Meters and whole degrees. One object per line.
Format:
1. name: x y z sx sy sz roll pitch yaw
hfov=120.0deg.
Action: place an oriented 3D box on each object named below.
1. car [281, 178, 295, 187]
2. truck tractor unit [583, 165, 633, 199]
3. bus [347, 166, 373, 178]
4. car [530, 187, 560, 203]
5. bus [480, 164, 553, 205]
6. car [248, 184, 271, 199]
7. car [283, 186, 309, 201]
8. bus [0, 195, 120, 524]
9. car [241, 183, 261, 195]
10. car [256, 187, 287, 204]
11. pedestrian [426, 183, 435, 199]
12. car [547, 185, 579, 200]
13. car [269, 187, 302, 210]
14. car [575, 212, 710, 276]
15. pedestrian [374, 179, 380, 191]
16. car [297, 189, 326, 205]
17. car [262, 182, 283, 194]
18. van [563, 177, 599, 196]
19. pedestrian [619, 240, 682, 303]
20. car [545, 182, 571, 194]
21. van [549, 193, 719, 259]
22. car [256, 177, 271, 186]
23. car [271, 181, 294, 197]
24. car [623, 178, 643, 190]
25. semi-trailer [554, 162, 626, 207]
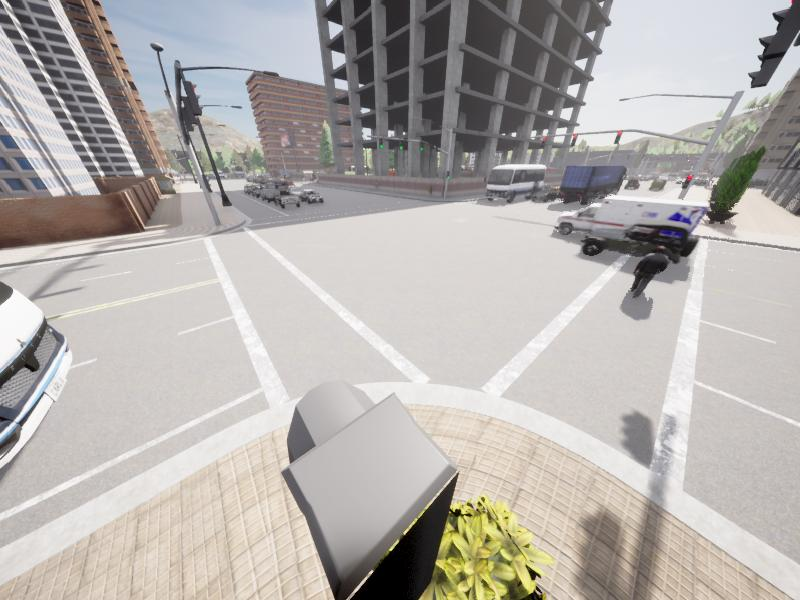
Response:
1. car: -26.681 -27.935 54.842 1.789 1.549 3.705 -23 37 -34
2. truck tractor unit: 30.931 -17.661 34.373 6.516 4.208 3.053 -23 37 -34
3. bus: -16.947 -54.637 98.379 10.273 4.253 3.944 -23 37 -34
4. car: 19.024 -13.768 30.300 3.705 1.549 1.789 -23 37 -34
5. bus: 15.792 -15.784 31.093 10.273 4.253 3.944 -23 37 -34
6. car: -21.131 -16.369 34.750 1.851 1.617 3.988 -22 37 -34
7. car: -14.901 -15.280 33.028 1.812 1.442 4.674 -22 37 -34
8. bus: -9.885 1.753 0.719 10.273 4.253 3.944 -23 37 -34
9. car: -25.067 -18.693 38.909 1.816 1.474 4.193 -22 37 -34
10. car: -17.016 -13.831 30.482 2.163 1.488 4.792 -23 37 -34
11. pedestrian: 4.195 -15.015 31.801 0.751 1.860 0.751 -20 36 -31
12. car: 23.938 -15.821 33.898 4.902 1.511 2.128 -23 37 -34
13. car: -13.065 -11.646 26.299 1.932 1.855 4.605 -21 36 -32
14. car: 11.277 -2.870 11.087 1.905 1.878 3.866 -23 38 -35
15. pedestrian: -4.124 -20.442 41.205 0.751 1.860 0.751 -21 36 -32
16. car: -11.249 -13.098 29.215 1.970 1.475 3.806 -22 37 -33
17. car: -22.848 -20.105 41.335 1.837 1.490 4.892 -22 37 -33
18. van: 29.749 -18.670 37.915 6.366 2.431 2.351 -23 37 -34
19. pedestrian: 8.307 -0.955 7.750 0.751 1.860 0.751 25 38 36
20. car: 27.903 -19.813 40.743 5.366 1.575 1.801 -23 37 -34
21. van: 13.134 -4.705 13.727 2.351 2.431 6.366 -23 37 -35
22. car: -34.398 -29.887 58.142 2.033 1.649 4.856 -22 37 -34
23. car: -18.776 -17.815 36.971 1.905 1.878 3.866 -23 37 -34
24. car: 47.376 -23.579 46.954 3.866 1.878 1.905 -23 37 -34
25. semi-trailer: 24.885 -15.191 29.897 14.254 4.402 2.717 -23 37 -34
